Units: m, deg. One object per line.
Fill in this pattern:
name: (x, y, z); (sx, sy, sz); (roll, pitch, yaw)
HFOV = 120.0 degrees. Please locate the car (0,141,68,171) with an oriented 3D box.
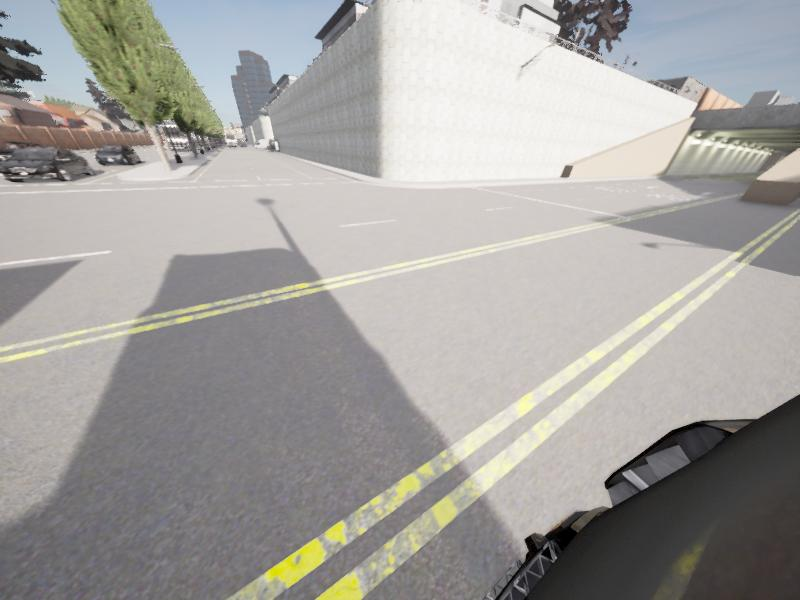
car: (-25.366, -9.783, 15.659); (1.789, 1.549, 3.705); (-16, 37, -26)

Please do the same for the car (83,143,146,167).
car: (-24.318, -12.545, 19.950); (2.007, 1.525, 4.514); (-16, 38, -26)

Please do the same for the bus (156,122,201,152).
bus: (-42.816, -31.687, 45.246); (3.944, 4.253, 10.273); (-16, 38, -26)

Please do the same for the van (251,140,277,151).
van: (-41.243, -46.877, 70.070); (5.915, 2.561, 1.988); (-1, 33, -1)

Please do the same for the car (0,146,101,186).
car: (-18.937, -7.350, 12.462); (1.837, 1.490, 4.892); (-16, 38, -26)
